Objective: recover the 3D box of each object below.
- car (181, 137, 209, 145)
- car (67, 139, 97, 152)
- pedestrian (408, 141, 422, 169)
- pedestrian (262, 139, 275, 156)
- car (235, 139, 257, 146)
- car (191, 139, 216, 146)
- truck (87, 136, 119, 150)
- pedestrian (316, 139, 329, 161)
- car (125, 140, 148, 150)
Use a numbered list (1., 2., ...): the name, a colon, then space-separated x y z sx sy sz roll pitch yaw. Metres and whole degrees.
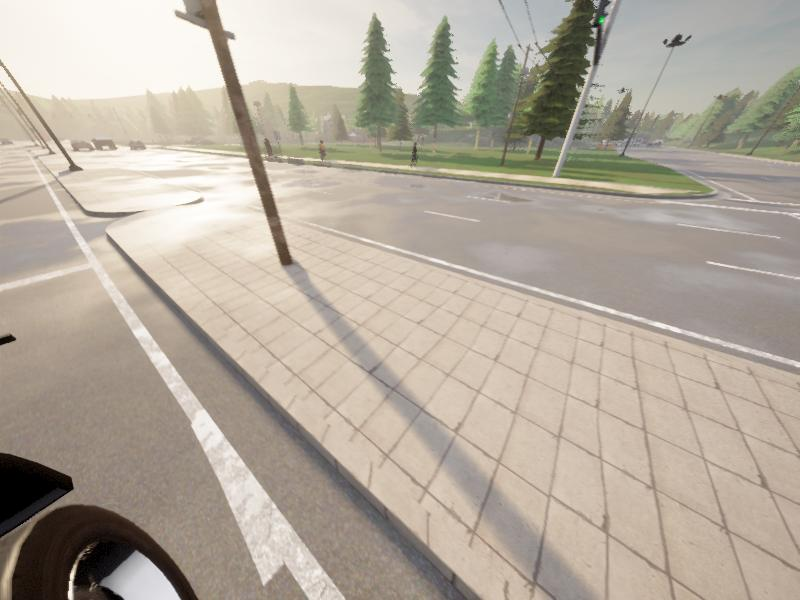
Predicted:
1. car: -61.313 -47.598 69.177 2.150 2.045 5.566 24 41 29
2. car: -55.393 -26.904 40.193 5.027 1.651 2.152 23 41 29
3. pedestrian: 1.162 -11.658 18.569 0.751 1.860 0.751 25 42 30
4. pedestrian: -17.026 -19.752 29.892 0.751 1.860 0.751 24 42 30
5. car: -47.002 -48.195 70.683 2.128 1.511 4.902 24 41 29
6. car: -55.890 -44.803 65.723 1.837 1.490 4.892 24 41 29
7. truck: -58.193 -30.791 45.270 6.274 2.098 2.390 23 41 29
8. pedestrian: -8.182 -15.814 24.384 0.751 1.860 0.751 24 42 30
9. car: -50.877 -29.969 44.605 3.988 1.617 1.851 23 41 29
